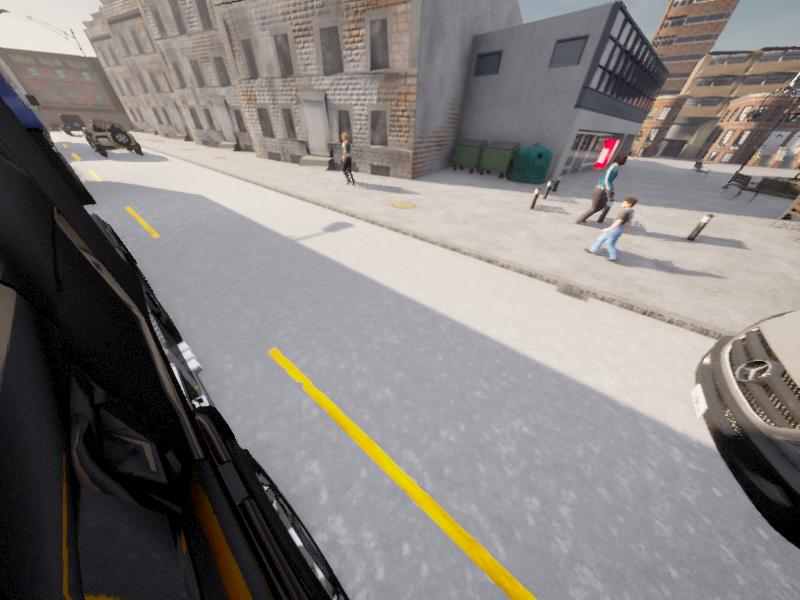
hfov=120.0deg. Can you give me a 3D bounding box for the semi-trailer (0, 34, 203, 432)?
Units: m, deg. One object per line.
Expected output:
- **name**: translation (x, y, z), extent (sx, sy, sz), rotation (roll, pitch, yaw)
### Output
- **semi-trailer**: translation (-8.768, -3.562, 4.148), extent (14.254, 4.402, 2.717), rotation (27, 43, 29)

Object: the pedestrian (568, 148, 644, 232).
- **pedestrian**: translation (5.418, -2.939, 6.210), extent (0.751, 1.860, 0.751), rotation (25, 42, 27)

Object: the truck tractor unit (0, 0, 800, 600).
- **truck tractor unit**: translation (-2.645, -0.295, 0.352), extent (6.516, 4.208, 3.053), rotation (28, 44, 30)

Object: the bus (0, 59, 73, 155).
- **bus**: translation (-26.446, -12.533, 15.080), extent (10.273, 4.253, 3.944), rotation (28, 44, 30)

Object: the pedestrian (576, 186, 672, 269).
- **pedestrian**: translation (4.363, -1.450, 4.581), extent (0.751, 1.300, 0.751), rotation (-25, 45, -32)

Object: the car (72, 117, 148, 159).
- **car**: translation (-18.617, -10.460, 14.813), extent (4.605, 1.855, 1.932), rotation (28, 43, 29)

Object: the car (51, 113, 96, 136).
- **car**: translation (-35.822, -19.222, 25.341), extent (3.866, 1.878, 1.905), rotation (25, 42, 28)

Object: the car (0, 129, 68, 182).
- **car**: translation (-16.372, -6.202, 9.692), extent (5.357, 1.411, 2.033), rotation (27, 43, 28)

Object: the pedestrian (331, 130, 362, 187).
- **pedestrian**: translation (-2.117, -5.678, 9.323), extent (0.751, 1.860, 0.751), rotation (26, 43, 28)
